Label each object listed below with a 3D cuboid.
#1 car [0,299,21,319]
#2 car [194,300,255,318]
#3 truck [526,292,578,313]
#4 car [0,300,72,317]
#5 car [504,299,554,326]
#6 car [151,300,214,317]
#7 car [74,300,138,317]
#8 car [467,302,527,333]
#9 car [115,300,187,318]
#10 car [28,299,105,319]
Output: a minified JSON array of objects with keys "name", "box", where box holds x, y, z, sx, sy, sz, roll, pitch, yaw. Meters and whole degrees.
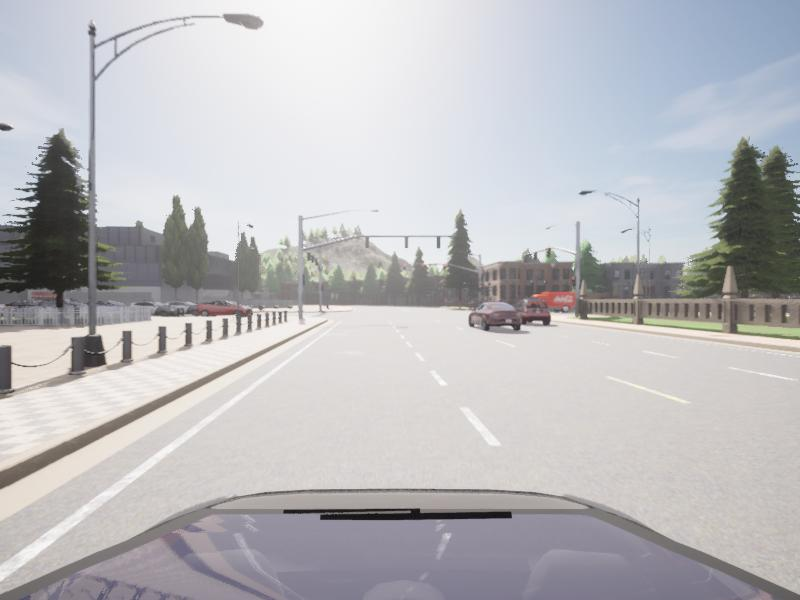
[{"name":"car","box":[-35.651,0.717,33.954,4.611,1.667,2.242,0,0,-5]},{"name":"car","box":[-15.476,0.790,35.412,4.514,1.525,2.007,0,0,-3]},{"name":"truck","box":[18.375,0.304,48.552,5.204,2.467,2.627,0,0,-4]},{"name":"car","box":[-34.217,0.793,37.574,4.902,1.511,2.128,0,0,-4]},{"name":"car","box":[8.264,0.761,26.057,1.851,1.617,3.988,0,0,-2]},{"name":"car","box":[-20.900,0.784,38.576,4.974,1.542,2.038,0,0,-4]},{"name":"car","box":[-27.864,0.786,38.053,4.514,1.525,2.007,0,0,-4]},{"name":"car","box":[5.034,0.847,21.477,1.812,1.442,4.674,0,0,-4]},{"name":"car","box":[-21.699,0.787,35.006,4.974,1.542,2.038,0,0,-4]},{"name":"car","box":[-28.636,0.739,34.485,4.856,1.649,2.033,0,0,-4]}]
